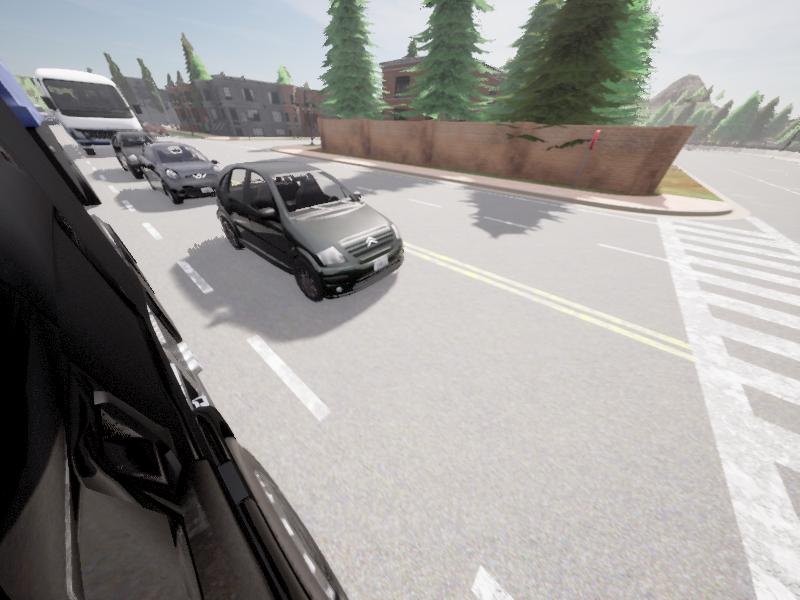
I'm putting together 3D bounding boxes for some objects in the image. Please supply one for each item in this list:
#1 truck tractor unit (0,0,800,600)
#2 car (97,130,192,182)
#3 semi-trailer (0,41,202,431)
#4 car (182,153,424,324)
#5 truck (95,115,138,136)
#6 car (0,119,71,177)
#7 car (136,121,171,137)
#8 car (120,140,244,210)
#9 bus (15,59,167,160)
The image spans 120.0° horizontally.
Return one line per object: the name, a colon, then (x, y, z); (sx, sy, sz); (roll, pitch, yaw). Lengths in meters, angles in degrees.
truck tractor unit: (-2.645, -0.295, 0.351); (6.516, 4.208, 3.053); (28, 44, 30)
car: (-11.703, -6.702, 10.596); (3.988, 1.617, 1.851); (28, 44, 30)
semi-trailer: (-8.724, -3.573, 4.223); (14.254, 4.402, 2.717); (28, 44, 30)
car: (-1.804, -1.528, 4.234); (3.988, 1.617, 1.851); (27, 43, 29)
truck: (-38.513, -23.667, 31.369); (6.274, 2.098, 2.390); (28, 44, 30)
car: (-17.296, -7.023, 10.481); (4.605, 1.855, 1.932); (28, 43, 30)
car: (-35.512, -24.621, 33.214); (5.027, 1.651, 2.152); (27, 43, 30)
car: (-7.318, -4.375, 7.794); (3.633, 1.501, 1.845); (28, 44, 30)
bus: (-21.681, -13.108, 16.387); (10.273, 4.253, 3.944); (28, 44, 29)
